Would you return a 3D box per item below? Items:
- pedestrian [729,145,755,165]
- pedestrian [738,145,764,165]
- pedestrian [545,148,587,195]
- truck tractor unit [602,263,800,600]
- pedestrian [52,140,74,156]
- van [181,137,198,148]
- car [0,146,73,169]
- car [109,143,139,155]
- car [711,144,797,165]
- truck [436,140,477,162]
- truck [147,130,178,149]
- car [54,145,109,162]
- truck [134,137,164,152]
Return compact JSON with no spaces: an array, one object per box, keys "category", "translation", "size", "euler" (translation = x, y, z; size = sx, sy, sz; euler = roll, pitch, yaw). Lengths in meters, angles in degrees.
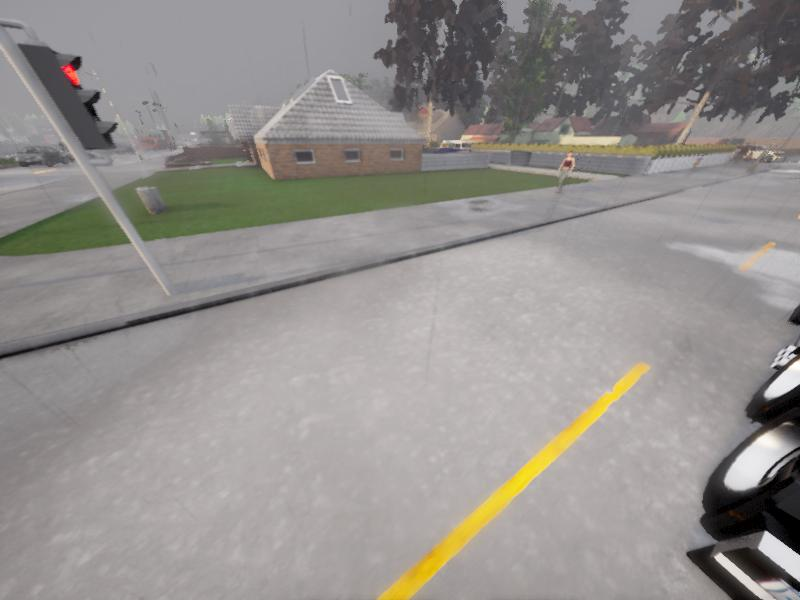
[{"category":"pedestrian","translation":[38.239,-16.223,25.850],"size":[0.751,1.860,0.751],"euler":[-17,38,-23]},{"category":"pedestrian","translation":[38.900,-16.060,25.623],"size":[0.751,1.860,0.751],"euler":[-27,43,-33]},{"category":"pedestrian","translation":[7.851,-6.087,10.991],"size":[0.751,1.860,0.751],"euler":[-17,38,-23]},{"category":"truck tractor unit","translation":[5.109,-0.302,0.791],"size":[6.516,4.208,3.053],"euler":[-18,39,-24]},{"category":"pedestrian","translation":[-46.946,-21.203,32.219],"size":[0.751,1.860,0.751],"euler":[-20,40,-27]},{"category":"van","translation":[-60.965,-45.703,67.057],"size":[2.351,2.431,6.366],"euler":[-18,39,-24]},{"category":"car","translation":[-33.294,-13.266,21.376],"size":[1.851,1.617,3.988],"euler":[-18,39,-24]},{"category":"car","translation":[-44.478,-24.367,37.294],"size":[1.789,1.549,3.705],"euler":[-18,38,-24]},{"category":"car","translation":[45.786,-19.116,30.164],"size":[2.150,2.045,5.566],"euler":[-14,37,-20]},{"category":"truck","translation":[6.618,-17.818,27.589],"size":[2.069,2.038,4.478],"euler":[-18,39,-24]},{"category":"truck","translation":[-60.054,-40.795,58.781],"size":[2.891,3.827,8.468],"euler":[-18,39,-24]},{"category":"car","translation":[-37.589,-17.506,27.504],"size":[2.038,1.542,4.974],"euler":[-18,39,-24]},{"category":"truck","translation":[-52.568,-32.795,48.533],"size":[2.627,2.467,5.204],"euler":[-18,39,-24]}]
